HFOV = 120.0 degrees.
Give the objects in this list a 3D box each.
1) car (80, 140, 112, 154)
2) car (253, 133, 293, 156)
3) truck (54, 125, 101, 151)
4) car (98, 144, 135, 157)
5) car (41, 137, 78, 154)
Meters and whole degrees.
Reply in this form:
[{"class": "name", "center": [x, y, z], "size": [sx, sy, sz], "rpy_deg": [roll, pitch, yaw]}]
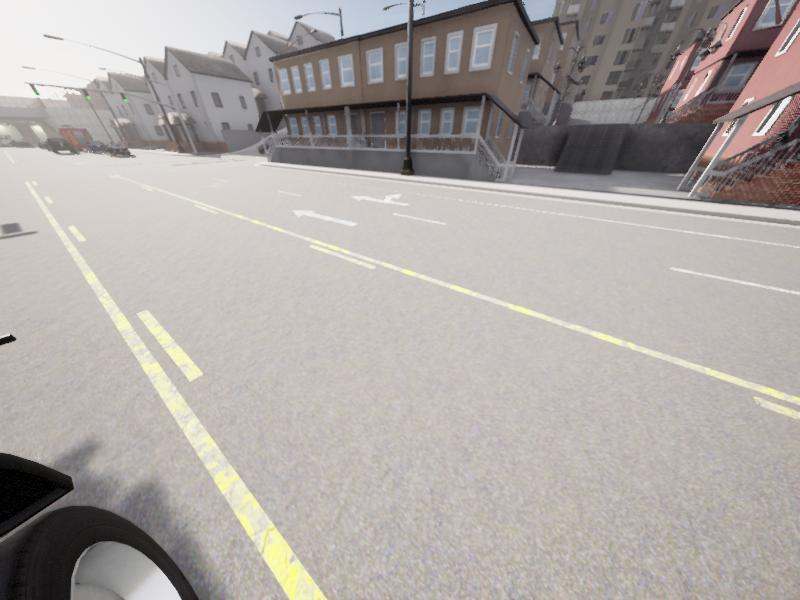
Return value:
[{"class": "car", "center": [-49.900, -25.210, 37.892], "size": [4.553, 1.767, 2.097], "rpy_deg": [22, 41, 28]}, {"class": "car", "center": [-18.909, -23.328, 34.513], "size": [1.882, 1.535, 5.008], "rpy_deg": [21, 56, 27]}, {"class": "truck", "center": [-60.674, -30.419, 43.463], "size": [8.468, 3.827, 2.891], "rpy_deg": [22, 41, 28]}, {"class": "car", "center": [-39.154, -20.682, 31.871], "size": [5.357, 1.411, 2.033], "rpy_deg": [22, 40, 28]}, {"class": "car", "center": [-54.006, -24.520, 36.671], "size": [5.566, 2.045, 2.150], "rpy_deg": [22, 41, 28]}]
